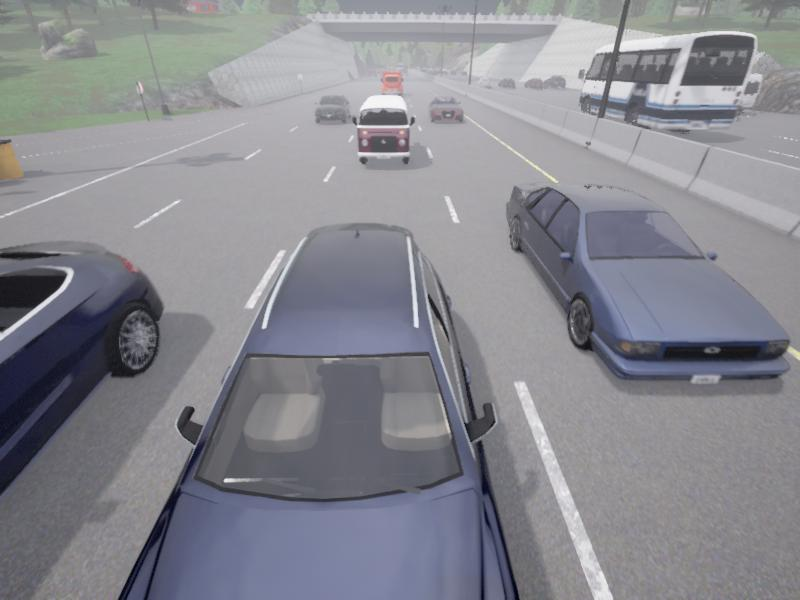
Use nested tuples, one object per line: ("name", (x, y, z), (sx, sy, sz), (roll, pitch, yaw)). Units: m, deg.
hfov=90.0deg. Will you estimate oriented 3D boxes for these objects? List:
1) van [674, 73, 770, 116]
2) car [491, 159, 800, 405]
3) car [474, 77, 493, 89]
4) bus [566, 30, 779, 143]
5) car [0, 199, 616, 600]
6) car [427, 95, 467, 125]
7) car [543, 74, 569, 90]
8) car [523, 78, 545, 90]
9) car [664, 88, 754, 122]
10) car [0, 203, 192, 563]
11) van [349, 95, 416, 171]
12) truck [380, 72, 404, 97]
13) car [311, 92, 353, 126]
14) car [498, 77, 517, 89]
("van", (23.781, -15.553, 30.041), (1.988, 2.561, 5.915), (0, 30, 0))
("car", (3.046, -0.882, 6.117), (2.033, 1.411, 5.357), (0, 30, 0))
("car", (12.915, -33.789, 62.281), (1.812, 1.442, 4.674), (0, 30, -1))
("bus", (13.245, -11.609, 21.610), (3.944, 4.253, 10.273), (0, 30, 0))
("car", (-0.404, 0.697, 3.201), (2.033, 1.649, 4.856), (0, 30, -1))
("car", (2.835, -12.059, 25.238), (1.994, 1.385, 4.181), (0, 30, 0))
("car", (23.443, -32.930, 60.381), (1.932, 1.855, 4.605), (0, 31, -1))
("car", (19.948, -32.256, 59.629), (1.816, 1.474, 4.193), (0, 30, 0))
("car", (20.316, -13.050, 26.625), (2.242, 1.667, 4.611), (0, 30, 0))
("car", (-3.918, 0.856, 2.924), (2.152, 1.651, 5.027), (0, 30, 0))
("van", (-0.551, -6.269, 14.686), (2.069, 2.038, 4.480), (0, 30, 0))
("truck", (-0.901, -24.850, 46.016), (2.627, 2.467, 5.204), (0, 30, 0))
("car", (-4.166, -12.068, 25.130), (1.837, 1.490, 4.892), (0, 30, 0))
("car", (16.429, -33.287, 61.392), (1.816, 1.474, 4.193), (0, 30, 0))
